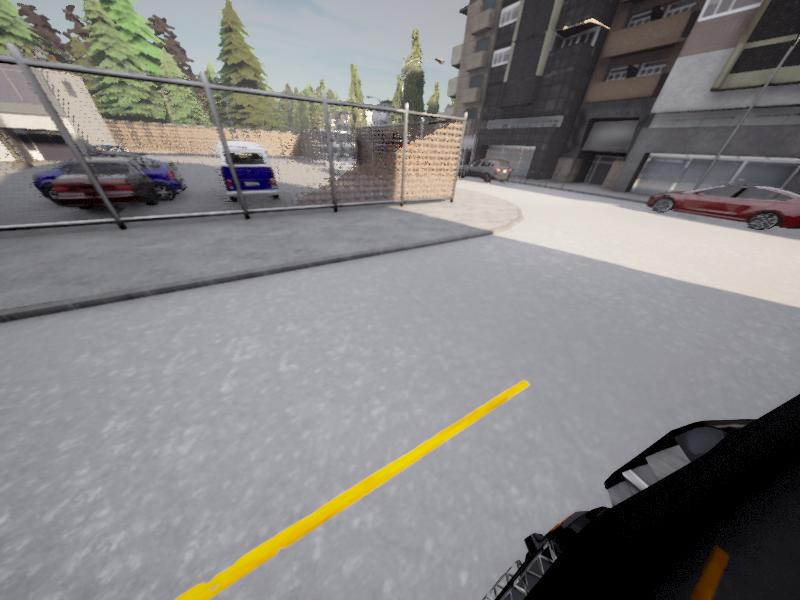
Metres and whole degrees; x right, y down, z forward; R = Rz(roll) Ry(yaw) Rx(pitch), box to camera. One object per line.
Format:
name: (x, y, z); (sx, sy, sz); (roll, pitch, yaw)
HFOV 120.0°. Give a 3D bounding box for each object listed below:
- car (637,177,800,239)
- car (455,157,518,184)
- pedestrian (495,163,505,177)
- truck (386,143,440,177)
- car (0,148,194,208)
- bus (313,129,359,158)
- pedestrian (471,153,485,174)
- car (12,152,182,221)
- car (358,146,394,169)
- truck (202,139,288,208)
car: (14.395, -4.336, 10.278); (2.163, 1.488, 4.792); (-16, 38, -26)
car: (7.347, -11.382, 20.170); (2.242, 1.667, 4.611); (-16, 38, -26)
pedestrian: (10.056, -13.038, 23.164); (0.500, 1.100, 0.500); (-23, 41, -33)
truck: (0.993, -13.603, 22.301); (2.627, 2.467, 5.204); (-16, 38, -26)
car: (-10.231, -4.450, 8.338); (3.705, 1.547, 1.789); (-16, 38, -26)
bus: (-11.857, -30.199, 44.653); (3.944, 4.253, 10.273); (8, 35, 10)
pedestrian: (8.322, -14.543, 24.609); (0.751, 1.860, 0.751); (27, 41, 32)
car: (-9.958, -4.367, 8.364); (2.033, 1.415, 5.357); (-16, 38, -26)
car: (-3.014, -17.382, 28.066); (2.150, 2.045, 5.566); (-16, 38, -26)
truck: (-6.440, -5.521, 9.813); (2.069, 2.038, 4.478); (-16, 38, -26)
